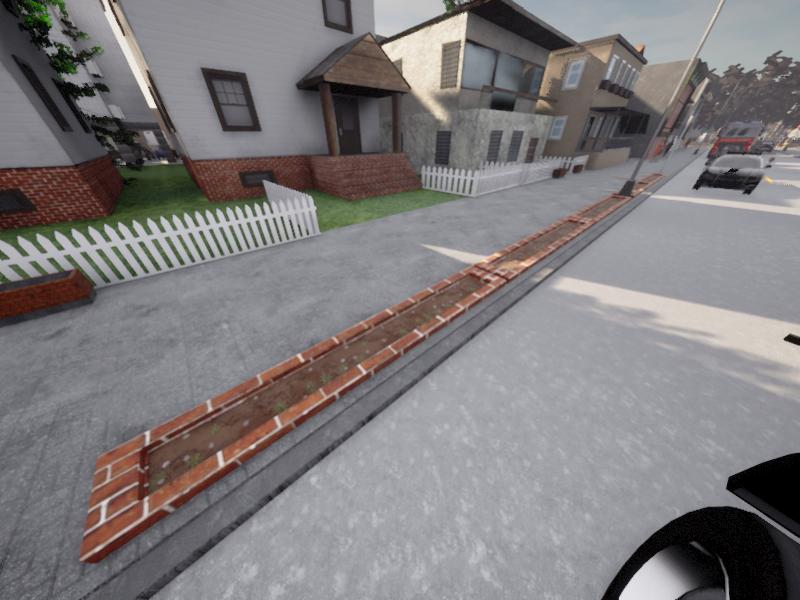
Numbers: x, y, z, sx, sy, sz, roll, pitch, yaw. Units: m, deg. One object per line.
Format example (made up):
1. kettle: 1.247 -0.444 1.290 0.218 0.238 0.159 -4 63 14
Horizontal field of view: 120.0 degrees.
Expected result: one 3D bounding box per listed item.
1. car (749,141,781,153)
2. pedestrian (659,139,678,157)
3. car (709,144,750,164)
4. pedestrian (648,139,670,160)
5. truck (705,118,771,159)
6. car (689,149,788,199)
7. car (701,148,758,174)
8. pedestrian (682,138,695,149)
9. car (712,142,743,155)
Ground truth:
1. car: 60.109 -25.332 38.121 4.974 1.542 2.038 -27 43 -32
2. pedestrian: 32.510 -18.413 27.986 0.751 1.860 0.751 -30 45 -35
3. car: 33.531 -14.991 23.613 3.705 1.549 1.789 -27 43 -33
4. pedestrian: 28.327 -16.507 25.309 0.751 1.860 0.751 21 40 27
5. truck: 42.259 -20.327 29.153 8.468 3.827 2.891 -27 43 -32
6. car: 16.665 -6.503 11.604 5.238 1.638 1.930 -27 43 -33
7. car: 25.834 -11.040 18.215 4.181 1.385 1.994 -27 43 -32
8. pedestrian: 55.406 -30.103 44.419 0.751 1.860 0.751 -26 42 -31
9. car: 49.274 -22.902 34.792 4.792 1.488 2.163 -27 43 -32
